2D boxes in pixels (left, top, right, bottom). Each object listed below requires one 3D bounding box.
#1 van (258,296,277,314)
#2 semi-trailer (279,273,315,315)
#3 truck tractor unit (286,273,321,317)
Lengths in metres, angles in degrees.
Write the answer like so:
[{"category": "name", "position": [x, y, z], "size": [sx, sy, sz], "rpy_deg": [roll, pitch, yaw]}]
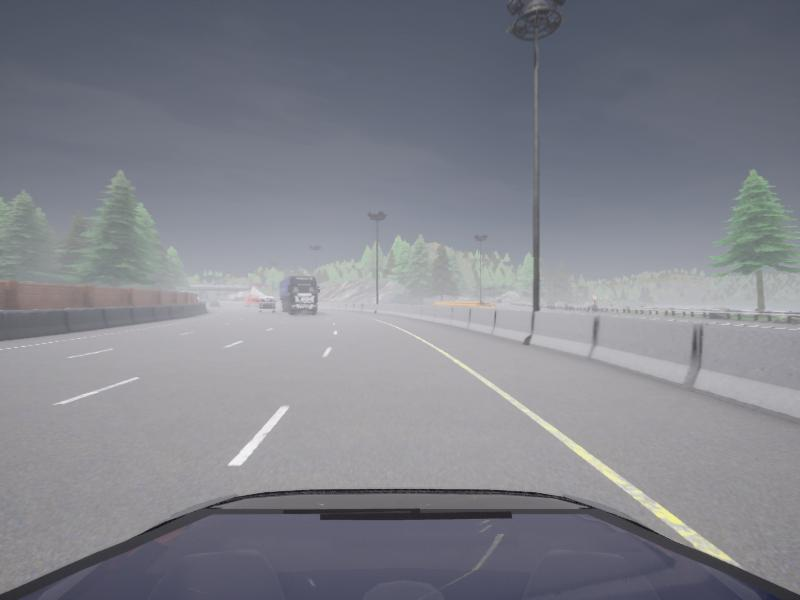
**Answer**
[{"category": "van", "position": [-15.648, 0.580, 47.094], "size": [2.069, 2.038, 4.480], "rpy_deg": [1, 0, -20]}, {"category": "semi-trailer", "position": [-12.943, -0.616, 49.188], "size": [2.717, 4.402, 14.254], "rpy_deg": [0, 0, -21]}, {"category": "truck tractor unit", "position": [-10.217, -0.520, 41.755], "size": [3.053, 4.208, 6.516], "rpy_deg": [0, 0, -18]}]
